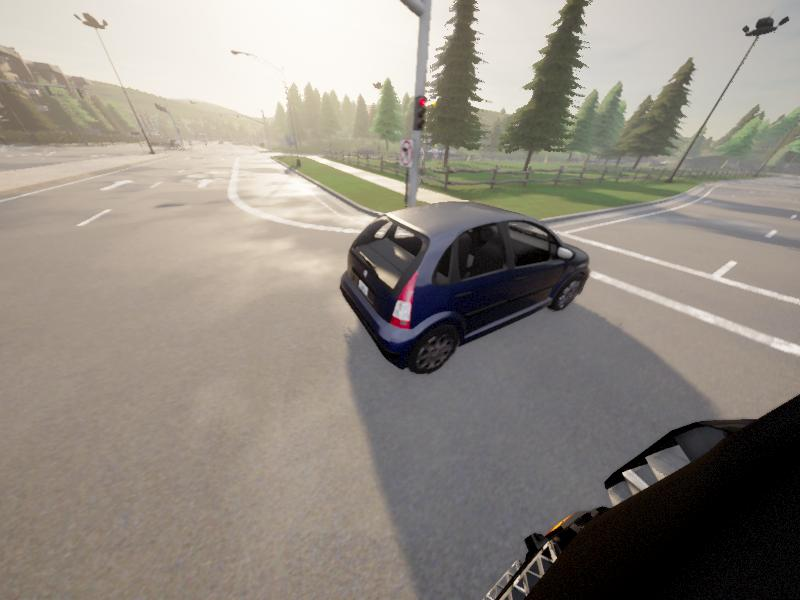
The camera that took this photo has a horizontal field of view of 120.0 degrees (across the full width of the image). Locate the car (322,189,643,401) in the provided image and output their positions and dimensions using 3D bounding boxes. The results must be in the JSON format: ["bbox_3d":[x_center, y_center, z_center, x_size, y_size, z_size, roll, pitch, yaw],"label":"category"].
[{"bbox_3d":[1.206,-0.579,3.485,3.988,1.617,1.851,-16,38,-26],"label":"car"}]

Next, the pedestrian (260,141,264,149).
[{"bbox_3d":[-42.427,-47.628,70.977,0.751,1.860,0.751,-16,38,-26],"label":"pedestrian"}]

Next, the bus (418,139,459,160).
[{"bbox_3d":[10.455,-40.950,62.920,10.273,4.253,3.944,-16,38,-26],"label":"bus"}]

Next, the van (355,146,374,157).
[{"bbox_3d":[-8.766,-36.868,57.383,4.442,1.987,1.775,-16,38,-26],"label":"van"}]
